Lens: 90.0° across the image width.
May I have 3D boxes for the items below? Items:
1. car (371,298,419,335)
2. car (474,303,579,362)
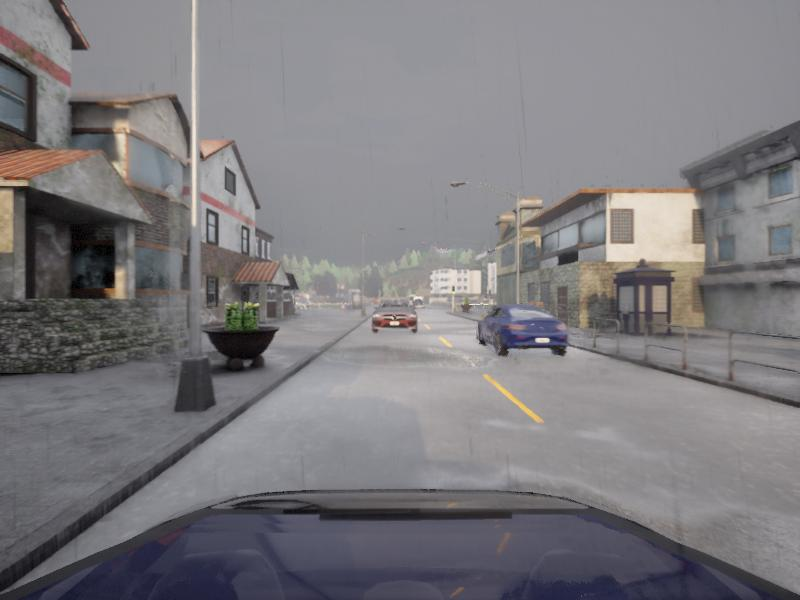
[{"bbox_3d":[-0.231,0.757,20.393,2.152,1.651,5.027,0,0,0],"label":"car"},{"bbox_3d":[3.649,0.854,12.497,1.812,1.442,4.674,0,0,0],"label":"car"}]
